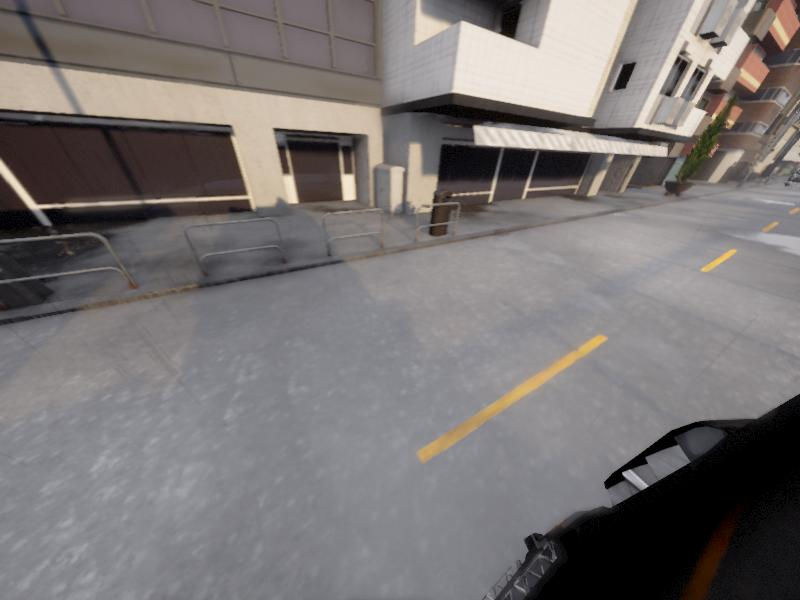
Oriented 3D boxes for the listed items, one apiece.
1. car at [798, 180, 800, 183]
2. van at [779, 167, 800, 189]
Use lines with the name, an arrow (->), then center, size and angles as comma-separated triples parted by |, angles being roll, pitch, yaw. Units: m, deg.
car -> 65.704, -19.328, 36.475 | 4.792, 1.488, 2.163 | -16, 38, -26
van -> 47.748, -14.415, 27.269 | 4.480, 2.038, 2.069 | -16, 38, -26
